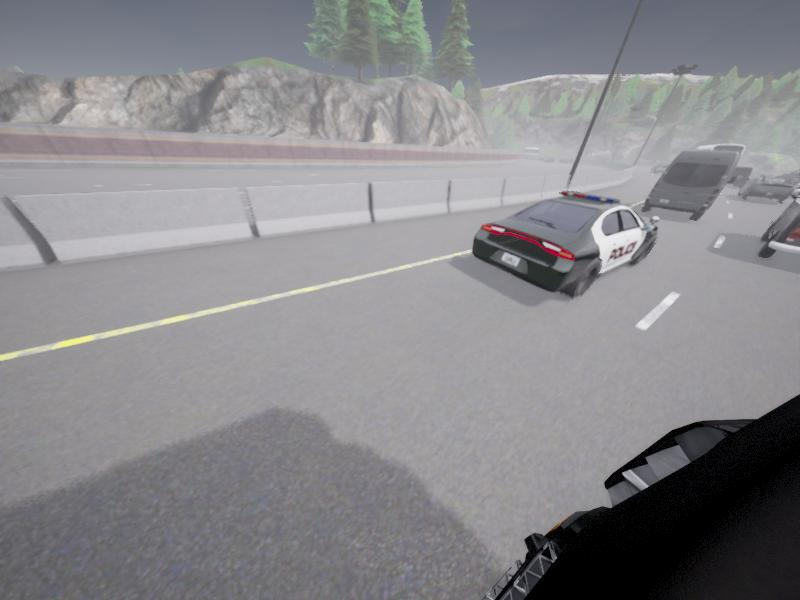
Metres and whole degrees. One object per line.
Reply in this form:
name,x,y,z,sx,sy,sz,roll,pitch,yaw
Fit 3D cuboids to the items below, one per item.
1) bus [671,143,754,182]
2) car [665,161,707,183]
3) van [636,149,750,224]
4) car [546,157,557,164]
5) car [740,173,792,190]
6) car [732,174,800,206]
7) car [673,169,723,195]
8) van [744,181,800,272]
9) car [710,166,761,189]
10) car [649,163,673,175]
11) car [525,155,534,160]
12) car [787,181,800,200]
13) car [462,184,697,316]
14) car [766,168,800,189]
bus,45.910,-20.667,34.637,3.944,4.253,10.273,24,39,28
car,36.455,-16.503,29.658,2.150,2.045,5.566,27,41,32
van,14.132,-5.594,11.125,5.915,2.561,1.988,-21,41,-32
car,43.977,-40.719,67.144,2.007,1.525,4.514,16,36,18
car,42.475,-13.946,26.947,1.895,1.301,4.718,27,40,31
car,26.568,-8.109,16.776,4.902,1.511,2.128,-25,43,-35
car,25.582,-10.302,19.982,4.514,1.525,2.007,-26,43,-36
van,11.857,-2.119,6.180,4.480,2.038,2.069,-20,40,-30
car,36.211,-13.383,25.086,1.905,1.878,3.866,28,41,33
car,46.966,-23.707,41.672,1.851,1.617,3.988,22,38,27
car,47.773,-52.770,85.469,1.851,1.617,3.988,10,34,10
car,32.812,-8.529,17.914,4.193,1.474,1.816,-27,44,-37
car,4.046,-1.539,5.175,4.974,1.542,2.038,-17,39,-28
car,48.322,-14.912,28.316,1.932,1.855,4.605,25,40,30
